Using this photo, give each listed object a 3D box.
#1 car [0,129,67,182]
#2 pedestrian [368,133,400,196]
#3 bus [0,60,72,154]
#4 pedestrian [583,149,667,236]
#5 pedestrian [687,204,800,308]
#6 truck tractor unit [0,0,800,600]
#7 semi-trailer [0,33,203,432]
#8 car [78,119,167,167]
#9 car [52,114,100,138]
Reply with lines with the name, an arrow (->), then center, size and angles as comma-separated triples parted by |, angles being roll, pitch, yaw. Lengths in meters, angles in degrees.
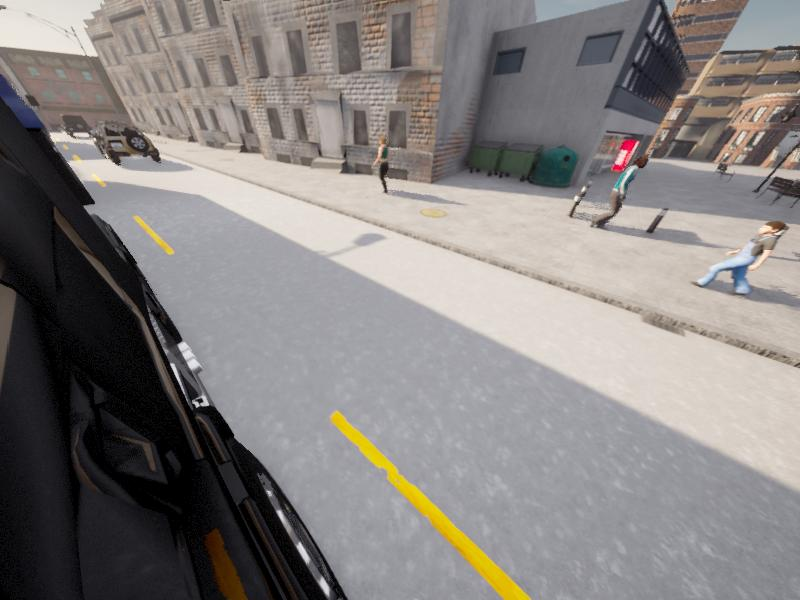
car -> -16.386, -6.188, 9.681 | 5.357, 1.411, 2.033 | 27, 43, 29
pedestrian -> -0.571, -4.864, 8.348 | 0.751, 1.860, 0.751 | 28, 44, 30
bus -> -26.802, -12.707, 15.304 | 10.273, 4.253, 3.944 | 28, 44, 30
pedestrian -> 5.709, -2.761, 5.982 | 0.751, 1.860, 0.751 | 28, 44, 30
pedestrian -> 5.609, -0.706, 3.674 | 0.751, 1.300, 0.751 | -30, 47, -36
truck tractor unit -> -2.645, -0.295, 0.351 | 6.516, 4.208, 3.053 | 28, 44, 30
semi-trailer -> -8.779, -3.554, 4.139 | 14.254, 4.402, 2.717 | 27, 43, 29
car -> -15.282, -8.730, 12.733 | 4.605, 1.855, 1.932 | 27, 43, 29
car -> -33.748, -18.147, 24.074 | 3.866, 1.878, 1.905 | 26, 43, 28
